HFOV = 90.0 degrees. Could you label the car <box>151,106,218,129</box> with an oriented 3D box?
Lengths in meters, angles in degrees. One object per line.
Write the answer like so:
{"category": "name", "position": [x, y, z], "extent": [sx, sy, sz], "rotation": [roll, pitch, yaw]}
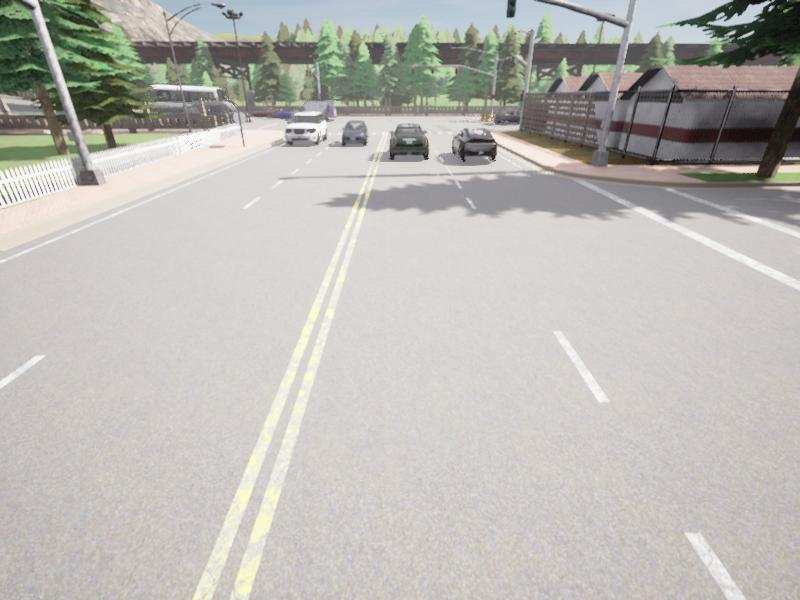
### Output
{"category": "car", "position": [-22.822, -19.447, 42.628], "extent": [5.566, 2.045, 2.150], "rotation": [0, 27, -2]}

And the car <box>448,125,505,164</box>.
{"category": "car", "position": [3.998, -8.544, 21.794], "extent": [2.128, 1.511, 4.902], "rotation": [0, 27, 0]}

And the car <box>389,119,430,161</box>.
{"category": "car", "position": [0.481, -9.159, 22.698], "extent": [2.097, 1.767, 4.553], "rotation": [0, 27, 0]}

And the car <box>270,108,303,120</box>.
{"category": "car", "position": [-16.550, -27.235, 58.549], "extent": [4.193, 1.474, 1.816], "rotation": [-1, 27, -2]}

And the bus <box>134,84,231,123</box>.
{"category": "bus", "position": [-29.175, -26.656, 54.307], "extent": [10.273, 4.253, 3.944], "rotation": [1, 27, -3]}

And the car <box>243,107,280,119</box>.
{"category": "car", "position": [-21.228, -28.758, 61.530], "extent": [4.792, 1.488, 2.163], "rotation": [-1, 27, -2]}

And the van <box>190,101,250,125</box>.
{"category": "van", "position": [-21.855, -22.858, 48.784], "extent": [5.915, 2.561, 1.988], "rotation": [-1, 27, -2]}

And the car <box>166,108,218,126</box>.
{"category": "car", "position": [-23.659, -20.949, 45.766], "extent": [4.605, 1.855, 1.932], "rotation": [-1, 27, -2]}

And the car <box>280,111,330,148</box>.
{"category": "car", "position": [-6.534, -12.156, 28.311], "extent": [2.150, 2.045, 5.566], "rotation": [0, 27, 0]}

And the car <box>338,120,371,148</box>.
{"category": "car", "position": [-3.031, -11.415, 27.404], "extent": [1.789, 1.549, 3.705], "rotation": [0, 26, 0]}

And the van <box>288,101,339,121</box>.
{"category": "van", "position": [-11.838, -26.110, 55.287], "extent": [6.366, 2.431, 2.351], "rotation": [-1, 27, -2]}

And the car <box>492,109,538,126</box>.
{"category": "car", "position": [13.411, -21.435, 46.902], "extent": [4.611, 1.667, 2.242], "rotation": [-1, 27, -2]}
